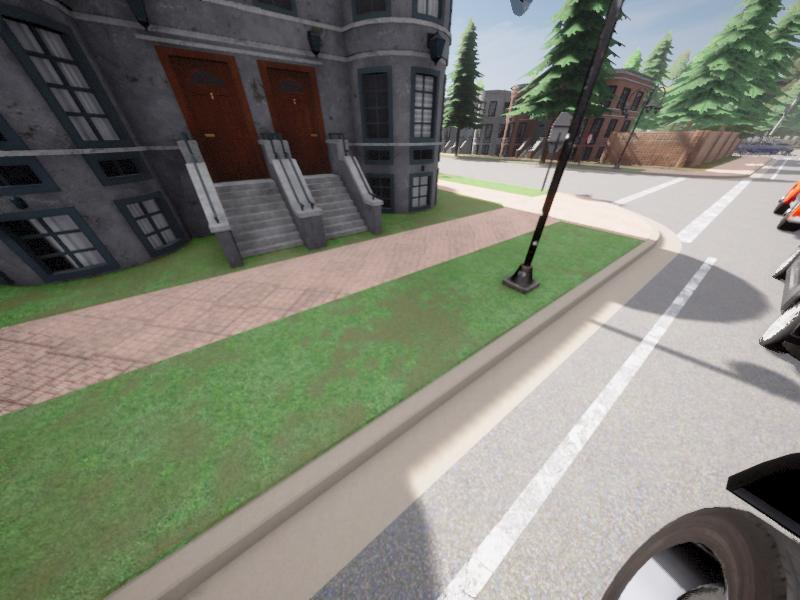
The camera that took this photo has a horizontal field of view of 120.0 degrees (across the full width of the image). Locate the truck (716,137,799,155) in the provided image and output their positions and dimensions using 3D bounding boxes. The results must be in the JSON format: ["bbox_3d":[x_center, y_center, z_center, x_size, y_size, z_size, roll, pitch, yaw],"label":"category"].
[{"bbox_3d":[52.562,-22.872,34.191,2.390,2.098,6.274,-22,40,-28],"label":"truck"}]

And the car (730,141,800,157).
[{"bbox_3d":[50.327,-20.991,31.949,2.152,1.651,5.027,-22,40,-28],"label":"car"}]

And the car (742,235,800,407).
[{"bbox_3d":[6.554,-0.175,2.706,5.238,1.638,1.930,-22,41,-28],"label":"car"}]

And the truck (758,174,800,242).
[{"bbox_3d":[12.860,-3.091,6.062,5.204,2.467,2.627,-22,41,-28],"label":"truck"}]
